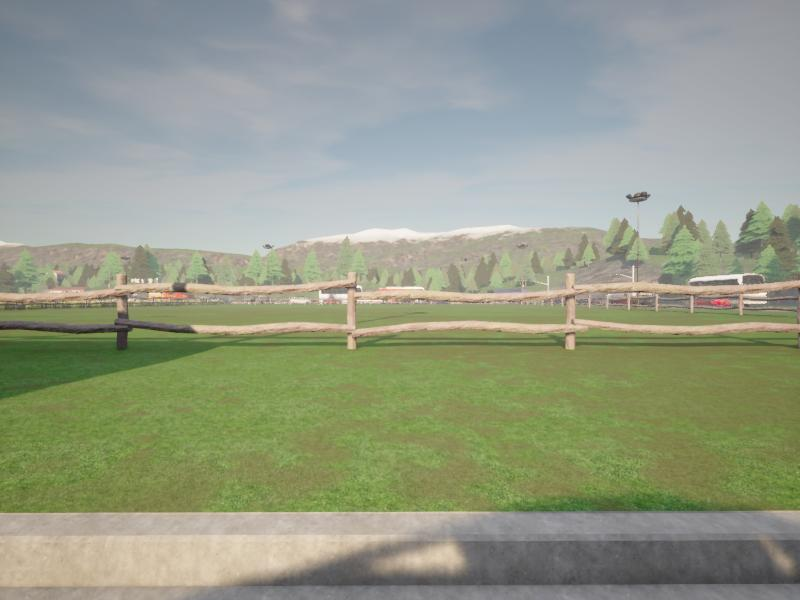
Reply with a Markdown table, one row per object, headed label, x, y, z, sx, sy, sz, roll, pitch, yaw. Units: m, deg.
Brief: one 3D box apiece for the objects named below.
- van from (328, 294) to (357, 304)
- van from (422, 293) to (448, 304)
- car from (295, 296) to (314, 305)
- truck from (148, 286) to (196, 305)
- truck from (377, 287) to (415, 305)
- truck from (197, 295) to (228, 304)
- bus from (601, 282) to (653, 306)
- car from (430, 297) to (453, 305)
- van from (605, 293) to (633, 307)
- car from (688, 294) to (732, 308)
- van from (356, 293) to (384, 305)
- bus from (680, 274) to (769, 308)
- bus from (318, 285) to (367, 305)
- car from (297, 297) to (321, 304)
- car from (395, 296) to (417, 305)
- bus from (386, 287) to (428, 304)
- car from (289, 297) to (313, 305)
| label | x | y | z | sx | sy | sz | roll | pitch | yaw |
| --- | --- | --- | --- | --- | --- | --- | --- | --- | --- |
| van | -13.197 | -0.222 | 91.895 | 6.366 | 2.431 | 2.351 | 0 | 0 | -1 |
| van | 8.074 | -0.278 | 92.113 | 5.915 | 2.561 | 1.988 | 0 | 0 | 0 |
| car | -21.060 | 0.046 | 88.317 | 3.866 | 1.878 | 1.905 | 0 | 0 | -1 |
| truck | -48.067 | -0.925 | 84.538 | 8.468 | 3.827 | 2.891 | 0 | 0 | -1 |
| truck | -0.890 | -0.921 | 88.518 | 8.468 | 3.827 | 2.891 | 0 | 0 | -1 |
| truck | -44.545 | -0.060 | 95.080 | 6.274 | 2.098 | 2.390 | 0 | 0 | -1 |
| bus | 43.472 | -1.132 | 77.148 | 3.944 | 4.253 | 10.273 | 0 | 0 | -2 |
| car | 8.735 | 0.156 | 85.122 | 4.611 | 1.667 | 2.242 | 0 | 0 | -1 |
| van | 33.353 | -0.002 | 61.076 | 1.775 | 1.987 | 4.442 | 0 | 0 | 0 |
| car | 40.340 | 0.153 | 52.196 | 2.242 | 1.667 | 4.611 | 0 | 0 | 0 |
| van | -6.367 | -0.277 | 84.962 | 5.915 | 2.561 | 1.988 | 0 | 0 | -1 |
| bus | 43.723 | -1.135 | 54.616 | 3.944 | 4.253 | 10.273 | 0 | 0 | 0 |
| bus | -12.581 | -1.134 | 88.525 | 10.273 | 4.253 | 3.944 | 0 | 0 | -1 |
| car | -20.887 | 0.171 | 91.819 | 5.238 | 1.638 | 1.930 | 0 | 0 | -1 |
| car | 1.316 | 0.052 | 85.044 | 4.605 | 1.855 | 1.932 | 0 | 0 | -1 |
| bus | 1.668 | -1.134 | 99.170 | 10.273 | 4.253 | 3.944 | 0 | 0 | -1 |
| car | -20.958 | 0.156 | 84.818 | 4.611 | 1.667 | 2.242 | 0 | 0 | -1 |
